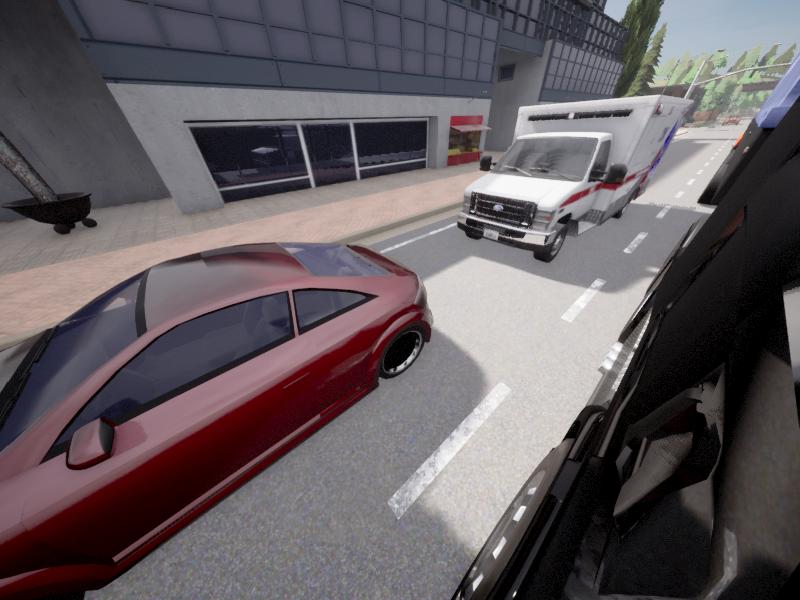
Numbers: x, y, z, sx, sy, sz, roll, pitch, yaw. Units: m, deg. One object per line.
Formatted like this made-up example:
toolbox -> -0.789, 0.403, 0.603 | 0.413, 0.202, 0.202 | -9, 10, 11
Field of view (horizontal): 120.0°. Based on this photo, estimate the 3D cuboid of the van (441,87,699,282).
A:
van -> 4.108, -3.083, 5.477 | 6.366, 2.431, 2.351 | -28, 44, -30

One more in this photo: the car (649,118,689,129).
car -> 52.960, -34.765, 45.544 | 2.163, 1.488, 4.792 | -28, 44, -30

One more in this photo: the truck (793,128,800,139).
truck -> 38.080, -15.717, 20.194 | 5.204, 2.467, 2.627 | -28, 44, -30

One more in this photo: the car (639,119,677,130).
car -> 49.581, -33.799, 44.484 | 2.007, 1.525, 4.514 | -28, 44, -30

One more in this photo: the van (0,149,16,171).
van -> -45.709, -15.459, 25.050 | 1.988, 2.561, 5.915 | -28, 44, -30

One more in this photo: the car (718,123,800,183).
car -> 15.847, -6.292, 9.672 | 4.611, 1.667, 2.242 | -28, 44, -30

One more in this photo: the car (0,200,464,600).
car -> -1.649, 0.425, 2.035 | 4.181, 1.385, 1.994 | -28, 44, -30

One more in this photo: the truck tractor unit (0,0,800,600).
truck tractor unit -> 2.645, -0.295, 0.351 | 6.516, 4.208, 3.053 | -28, 44, -30

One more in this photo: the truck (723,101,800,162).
truck -> 21.408, -9.579, 13.037 | 5.204, 2.467, 2.627 | -28, 44, -30

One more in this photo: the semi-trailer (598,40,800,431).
semi-trailer -> 8.696, -3.608, 4.228 | 14.254, 4.402, 2.717 | -28, 44, -30
